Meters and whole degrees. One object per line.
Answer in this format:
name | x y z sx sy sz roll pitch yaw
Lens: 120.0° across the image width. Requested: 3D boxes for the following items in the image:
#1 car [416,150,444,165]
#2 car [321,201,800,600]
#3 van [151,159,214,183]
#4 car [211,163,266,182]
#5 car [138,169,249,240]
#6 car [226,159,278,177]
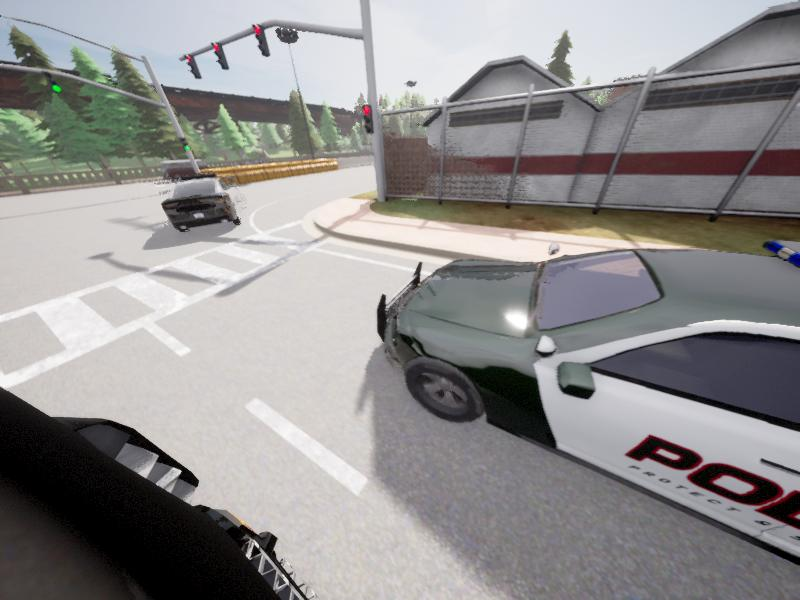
car | 4.242 -20.008 32.349 2.128 1.511 4.902 15 38 25
car | 2.088 0.382 1.831 4.974 1.542 2.038 16 38 26
van | -24.124 -14.513 25.895 1.775 1.987 4.442 15 37 25
car | -17.019 -13.639 24.576 1.994 1.385 4.181 15 37 25
car | -7.619 -4.114 9.260 1.930 1.638 5.238 -18 36 -20
car | -18.272 -16.454 28.781 2.128 1.511 4.902 15 37 25
